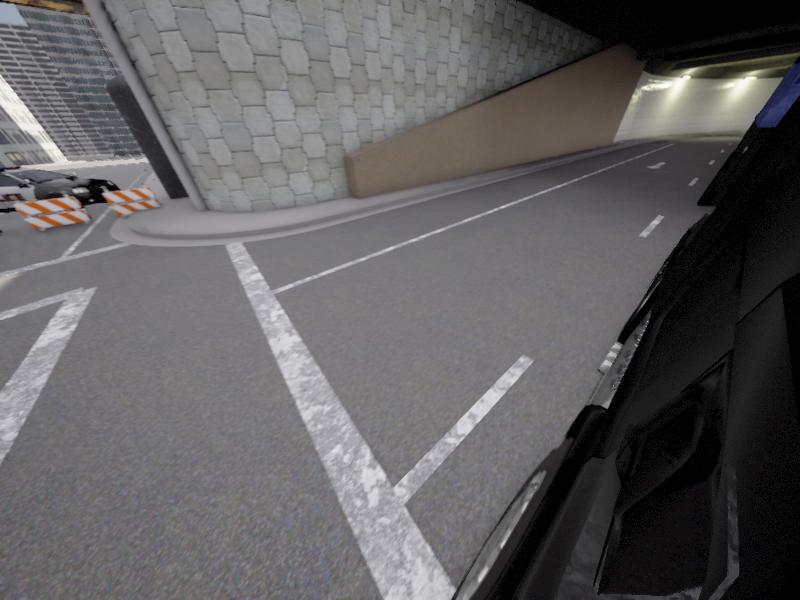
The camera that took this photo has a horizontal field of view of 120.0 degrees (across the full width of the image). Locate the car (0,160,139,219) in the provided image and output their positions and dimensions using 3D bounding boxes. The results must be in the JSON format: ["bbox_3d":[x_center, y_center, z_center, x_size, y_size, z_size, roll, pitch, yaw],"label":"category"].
[{"bbox_3d":[-14.330,-4.344,9.079,4.974,1.542,2.038,-7,37,-6],"label":"car"}]

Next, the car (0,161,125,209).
[{"bbox_3d":[-14.387,-4.463,8.979,4.536,1.218,1.853,-7,37,-6],"label":"car"}]

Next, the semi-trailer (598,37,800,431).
[{"bbox_3d":[8.712,-3.583,4.232,14.254,4.402,2.717,-28,43,-30],"label":"semi-trailer"}]

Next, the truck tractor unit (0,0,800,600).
[{"bbox_3d":[2.645,-0.295,0.352,6.516,4.208,3.053,-28,44,-30],"label":"truck tractor unit"}]
